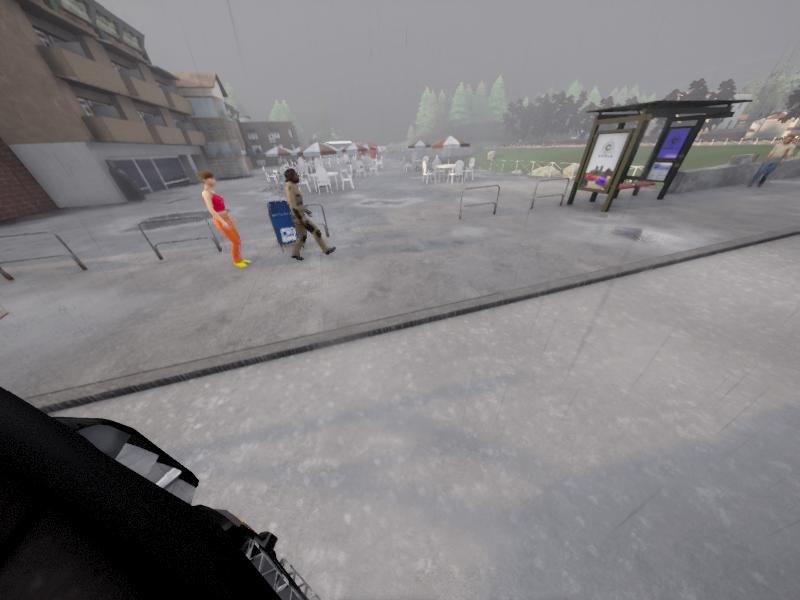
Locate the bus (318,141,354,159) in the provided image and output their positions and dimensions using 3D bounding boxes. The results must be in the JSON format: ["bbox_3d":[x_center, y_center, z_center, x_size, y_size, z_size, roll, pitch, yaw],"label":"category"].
[{"bbox_3d":[-20.529,-48.295,74.234,10.273,4.253,3.944,-12,35,-13],"label":"bus"}]

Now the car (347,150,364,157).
[{"bbox_3d":[-14.016,-46.283,73.100,4.974,1.542,2.038,-12,35,-13],"label":"car"}]

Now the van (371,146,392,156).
[{"bbox_3d":[-5.885,-48.338,74.768,6.366,2.431,2.351,-12,35,-13],"label":"van"}]

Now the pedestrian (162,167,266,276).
[{"bbox_3d":[-3.525,-1.532,4.616,0.751,1.860,0.751,-9,34,-8],"label":"pedestrian"}]

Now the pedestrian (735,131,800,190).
[{"bbox_3d":[14.373,-5.330,8.880,0.751,1.860,0.751,-12,35,-13],"label":"pedestrian"}]

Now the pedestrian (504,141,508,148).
[{"bbox_3d":[37.027,-54.525,80.899,0.751,1.860,0.751,-15,35,-17],"label":"pedestrian"}]

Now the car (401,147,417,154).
[{"bbox_3d":[2.992,-49.863,77.059,4.856,1.649,2.033,-12,35,-13],"label":"car"}]

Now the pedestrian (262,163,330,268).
[{"bbox_3d":[-2.064,-1.734,4.802,0.751,1.860,0.751,-13,35,-15],"label":"pedestrian"}]
